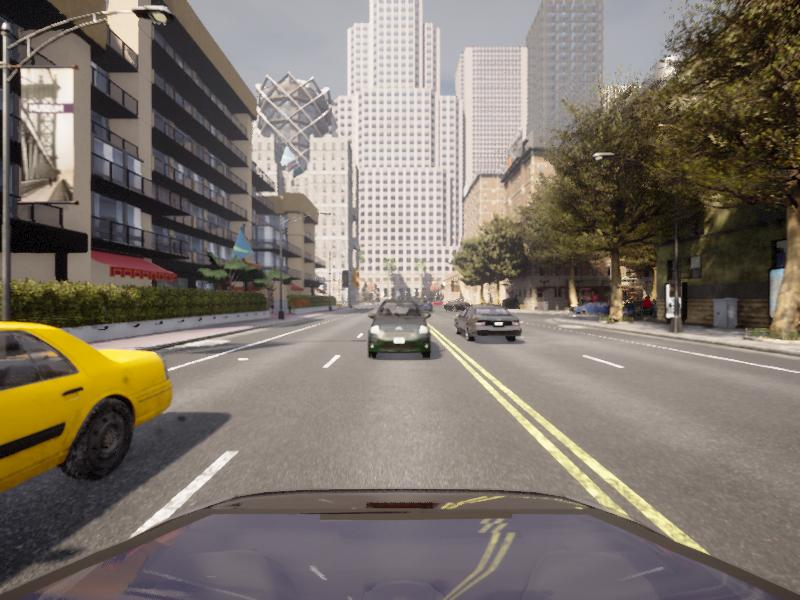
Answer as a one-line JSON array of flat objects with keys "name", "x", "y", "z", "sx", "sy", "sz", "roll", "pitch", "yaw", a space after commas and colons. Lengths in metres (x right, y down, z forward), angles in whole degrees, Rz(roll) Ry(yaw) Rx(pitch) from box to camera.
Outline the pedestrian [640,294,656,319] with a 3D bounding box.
[{"name": "pedestrian", "x": 18.675, "y": 0.475, "z": 30.121, "sx": 0.751, "sy": 1.860, "sz": 0.751, "roll": 0, "pitch": 0, "yaw": -13}]

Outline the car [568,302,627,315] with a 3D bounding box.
[{"name": "car", "x": 21.535, "y": 0.881, "z": 43.810, "sx": 5.357, "sy": 1.411, "sz": 2.033, "roll": 0, "pitch": 0, "yaw": 5}]

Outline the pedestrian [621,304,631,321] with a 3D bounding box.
[{"name": "pedestrian", "x": 15.599, "y": 0.856, "z": 27.641, "sx": 0.500, "sy": 1.100, "sz": 0.500, "roll": 0, "pitch": 0, "yaw": 19}]

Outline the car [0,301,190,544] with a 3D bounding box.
[{"name": "car", "x": -3.502, "y": 0.801, "z": 2.273, "sx": 1.801, "sy": 1.575, "sz": 5.366, "roll": 0, "pitch": 0, "yaw": 0}]

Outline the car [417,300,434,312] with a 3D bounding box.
[{"name": "car", "x": 3.410, "y": 0.763, "z": 55.300, "sx": 2.033, "sy": 1.649, "sz": 4.856, "roll": 0, "pitch": 0, "yaw": 0}]

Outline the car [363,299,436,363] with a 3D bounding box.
[{"name": "car", "x": -0.019, "y": 0.785, "z": 12.165, "sx": 1.851, "sy": 1.617, "sz": 3.988, "roll": 0, "pitch": 0, "yaw": 0}]

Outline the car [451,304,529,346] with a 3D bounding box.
[{"name": "car", "x": 3.478, "y": 0.890, "z": 16.633, "sx": 2.033, "sy": 1.411, "sz": 5.357, "roll": 0, "pitch": 0, "yaw": 0}]

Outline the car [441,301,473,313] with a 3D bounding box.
[{"name": "car", "x": 7.427, "y": 0.836, "z": 52.858, "sx": 2.163, "sy": 1.488, "sz": 4.792, "roll": 0, "pitch": 0, "yaw": -19}]
